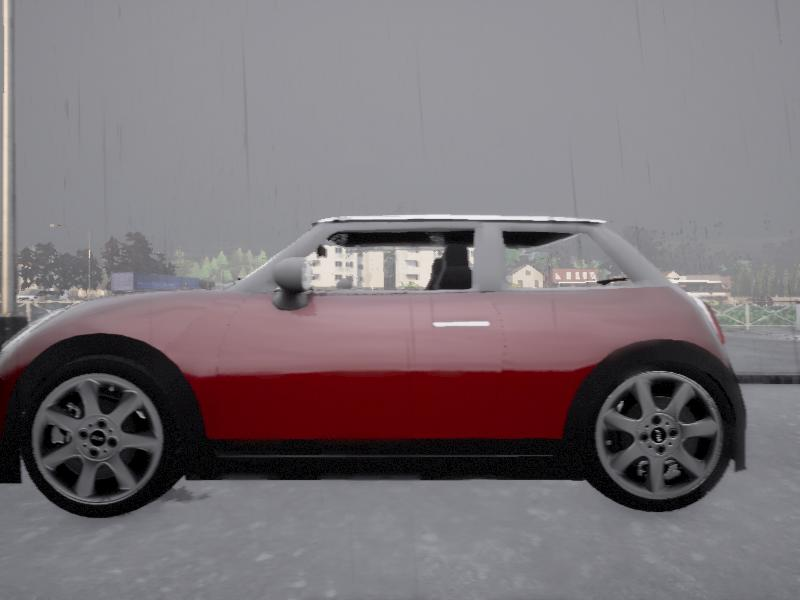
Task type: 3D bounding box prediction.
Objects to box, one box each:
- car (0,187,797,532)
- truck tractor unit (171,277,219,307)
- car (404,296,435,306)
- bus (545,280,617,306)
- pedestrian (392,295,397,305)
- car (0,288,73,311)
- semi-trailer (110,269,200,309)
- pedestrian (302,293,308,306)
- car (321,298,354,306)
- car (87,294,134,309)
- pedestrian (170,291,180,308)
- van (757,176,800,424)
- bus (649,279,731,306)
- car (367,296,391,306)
[{"bbox_3d":[-0.194,0.253,2.701,3.806,1.475,1.970,0,0,0],"label":"car"},{"bbox_3d":[-30.477,-1.121,59.776,3.053,4.208,6.516,0,0,11],"label":"truck tractor unit"},{"bbox_3d":[3.258,0.172,68.417,5.238,1.638,1.930,0,0,0],"label":"car"},{"bbox_3d":[30.724,-1.139,68.285,10.273,4.253,3.944,-1,0,0],"label":"bus"},{"bbox_3d":[-0.961,-0.067,73.215,0.751,1.860,0.751,0,0,6],"label":"pedestrian"},{"bbox_3d":[-35.023,-0.033,38.757,2.150,2.045,5.566,0,0,0],"label":"car"},{"bbox_3d":[-30.968,-1.220,51.895,2.717,4.402,14.254,0,0,1],"label":"semi-trailer"},{"bbox_3d":[-14.069,-0.066,59.163,0.751,1.860,0.751,0,0,-1],"label":"pedestrian"},{"bbox_3d":[-10.655,0.295,68.423,5.357,1.411,2.033,0,0,0],"label":"car"},{"bbox_3d":[-35.039,0.170,48.571,1.930,1.638,5.238,0,0,0],"label":"car"},{"bbox_3d":[-25.918,-0.067,46.084,0.751,1.860,0.751,0,0,-1],"label":"pedestrian"},{"bbox_3d":[5.421,-0.001,2.698,4.442,1.987,1.775,0,0,0],"label":"van"},{"bbox_3d":[46.603,-1.136,64.522,10.273,4.253,3.944,0,0,0],"label":"bus"},{"bbox_3d":[-3.616,0.189,68.422,3.988,1.617,1.851,0,0,0],"label":"car"}]
